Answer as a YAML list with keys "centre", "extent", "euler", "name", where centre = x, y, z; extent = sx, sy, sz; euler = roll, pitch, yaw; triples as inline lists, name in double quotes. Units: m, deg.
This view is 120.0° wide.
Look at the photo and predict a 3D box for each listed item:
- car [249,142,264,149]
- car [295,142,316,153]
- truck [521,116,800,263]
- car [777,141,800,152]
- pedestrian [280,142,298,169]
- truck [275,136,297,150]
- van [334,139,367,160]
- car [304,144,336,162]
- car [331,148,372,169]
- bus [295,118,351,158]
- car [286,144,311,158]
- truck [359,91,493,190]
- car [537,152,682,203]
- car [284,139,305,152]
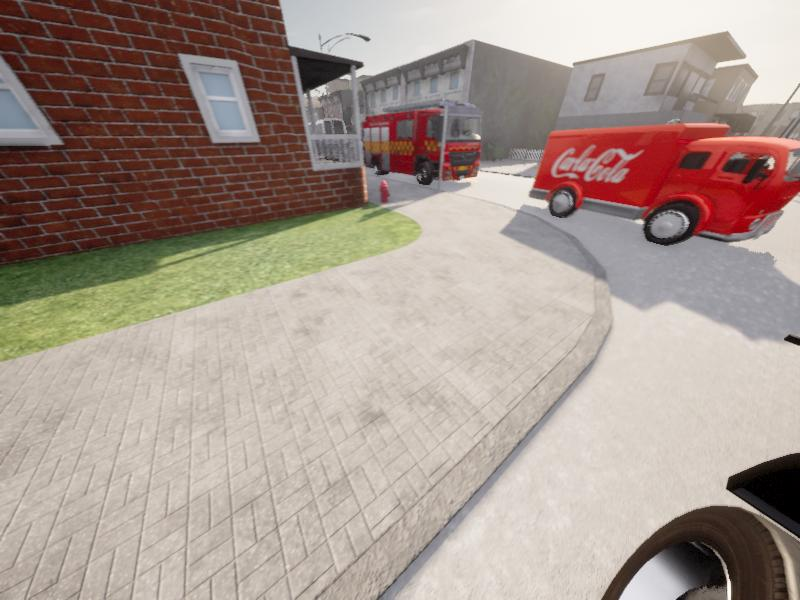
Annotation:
- centre: [-36.019, -38.789, 57.882]
  extent: [1.816, 1.474, 4.193]
  euler: [-29, 44, -34]
  name: "car"
- centre: [-17.116, -27.590, 41.797]
  extent: [2.007, 1.525, 4.514]
  euler: [-22, 41, -28]
  name: "car"
- centre: [6.841, -3.445, 6.586]
  extent: [2.627, 2.467, 5.204]
  euler: [-14, 37, -18]
  name: "truck"
- centre: [66.135, -24.850, 37.521]
  extent: [1.812, 1.442, 4.674]
  euler: [-10, 36, -13]
  name: "car"
- centre: [-9.102, -11.918, 19.026]
  extent: [0.751, 1.860, 0.751]
  euler: [-24, 41, -29]
  name: "pedestrian"
- centre: [-25.484, -34.945, 51.472]
  extent: [2.627, 2.467, 5.204]
  euler: [-23, 41, -29]
  name: "truck"
- centre: [-6.203, -18.847, 28.868]
  extent: [2.069, 2.038, 4.480]
  euler: [-22, 41, -28]
  name: "van"
- centre: [-9.445, -17.273, 27.110]
  extent: [1.882, 1.535, 5.008]
  euler: [-22, 41, -28]
  name: "car"
- centre: [-4.522, -13.176, 21.406]
  extent: [1.994, 1.385, 4.181]
  euler: [-22, 40, -27]
  name: "car"
- centre: [-11.534, -23.994, 34.290]
  extent: [3.944, 4.253, 10.273]
  euler: [-22, 41, -28]
  name: "bus"
- centre: [-14.721, -21.582, 33.298]
  extent: [1.837, 1.490, 4.892]
  euler: [-22, 41, -28]
  name: "car"
- centre: [0.875, -9.740, 14.363]
  extent: [2.891, 3.827, 8.468]
  euler: [-22, 41, -28]
  name: "truck"
- centre: [9.388, -5.864, 10.781]
  extent: [2.007, 1.525, 4.514]
  euler: [-29, 44, -34]
  name: "car"
- centre: [-21.277, -31.231, 46.541]
  extent: [2.150, 2.045, 5.566]
  euler: [-22, 41, -28]
  name: "car"
